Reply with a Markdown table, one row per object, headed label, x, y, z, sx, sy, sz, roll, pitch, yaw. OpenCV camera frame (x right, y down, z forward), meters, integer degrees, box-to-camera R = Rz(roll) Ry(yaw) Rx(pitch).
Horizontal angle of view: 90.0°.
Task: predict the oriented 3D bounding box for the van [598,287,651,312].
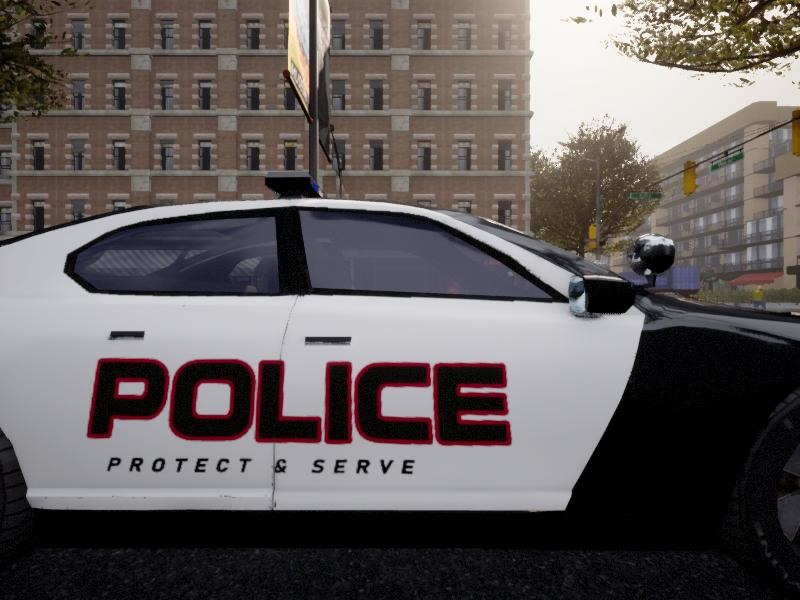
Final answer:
| label | x | y | z | sx | sy | sz | roll | pitch | yaw |
| --- | --- | --- | --- | --- | --- | --- | --- | --- | --- |
| van | 19.501 | -0.029 | 35.025 | 2.069 | 2.038 | 4.480 | 0 | 0 | 0 |

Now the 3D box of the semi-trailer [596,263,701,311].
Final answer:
| label | x | y | z | sx | sy | sz | roll | pitch | yaw |
| --- | --- | --- | --- | --- | --- | --- | --- | --- | --- |
| semi-trailer | 26.401 | -1.219 | 43.974 | 2.717 | 4.402 | 14.254 | 0 | 0 | 0 |

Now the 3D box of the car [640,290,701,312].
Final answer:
| label | x | y | z | sx | sy | sz | roll | pitch | yaw |
| --- | --- | --- | --- | --- | --- | --- | --- | --- | --- |
| car | 23.006 | 0.094 | 34.242 | 2.097 | 1.767 | 4.553 | 0 | 0 | 0 |

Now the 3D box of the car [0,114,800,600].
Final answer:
| label | x | y | z | sx | sy | sz | roll | pitch | yaw |
| --- | --- | --- | --- | --- | --- | --- | --- | --- | --- |
| car | -0.057 | 0.226 | 2.190 | 4.974 | 1.542 | 2.038 | 0 | 0 | 0 |

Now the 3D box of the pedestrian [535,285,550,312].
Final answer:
| label | x | y | z | sx | sy | sz | roll | pitch | yaw |
| --- | --- | --- | --- | --- | --- | --- | --- | --- | --- |
| pedestrian | 9.826 | -0.115 | 27.603 | 0.751 | 1.860 | 0.751 | 0 | 0 | 0 |

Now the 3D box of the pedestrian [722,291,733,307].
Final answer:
| label | x | y | z | sx | sy | sz | roll | pitch | yaw |
| --- | --- | --- | --- | --- | --- | --- | --- | --- | --- |
| pedestrian | 39.426 | -0.116 | 48.170 | 0.751 | 1.860 | 0.751 | 0 | 0 | -1 |

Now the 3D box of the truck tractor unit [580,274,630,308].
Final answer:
| label | x | y | z | sx | sy | sz | roll | pitch | yaw |
| --- | --- | --- | --- | --- | --- | --- | --- | --- | --- |
| truck tractor unit | 26.407 | -1.121 | 51.889 | 3.053 | 4.208 | 6.516 | 0 | 0 | 0 |

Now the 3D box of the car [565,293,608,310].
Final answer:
| label | x | y | z | sx | sy | sz | roll | pitch | yaw |
| --- | --- | --- | --- | --- | --- | --- | --- | --- | --- |
| car | 19.468 | 0.180 | 41.974 | 2.152 | 1.651 | 5.027 | 0 | 0 | 0 |

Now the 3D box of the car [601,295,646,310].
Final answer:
| label | x | y | z | sx | sy | sz | roll | pitch | yaw |
| --- | --- | --- | --- | --- | --- | --- | --- | --- | --- |
| car | 22.968 | 0.244 | 41.298 | 1.837 | 1.490 | 4.892 | 0 | 0 | 0 |

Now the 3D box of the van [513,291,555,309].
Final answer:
| label | x | y | z | sx | sy | sz | roll | pitch | yaw |
| --- | --- | --- | --- | --- | --- | --- | --- | --- | --- |
| van | 15.893 | -0.002 | 47.523 | 4.442 | 1.987 | 1.775 | 0 | 0 | 38 |

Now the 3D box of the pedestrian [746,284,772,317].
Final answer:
| label | x | y | z | sx | sy | sz | roll | pitch | yaw |
| --- | --- | --- | --- | --- | --- | --- | --- | --- | --- |
| pedestrian | 20.174 | 0.037 | 22.499 | 0.751 | 1.860 | 0.751 | 0 | 0 | 3 |
